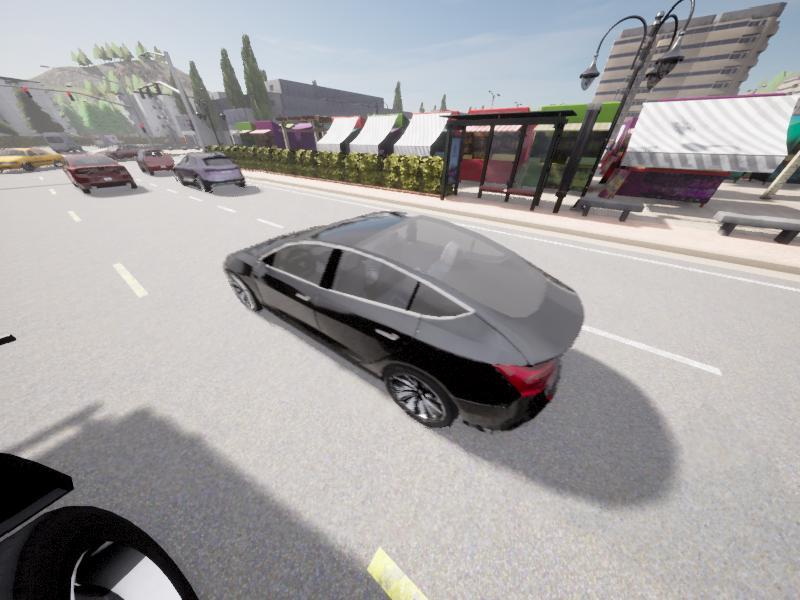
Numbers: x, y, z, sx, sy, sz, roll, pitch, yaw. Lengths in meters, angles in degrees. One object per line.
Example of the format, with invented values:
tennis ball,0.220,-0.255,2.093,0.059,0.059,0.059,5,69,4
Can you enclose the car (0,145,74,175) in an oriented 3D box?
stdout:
car,-28.953,-10.918,17.839,1.801,1.575,5.366,-13,37,-18

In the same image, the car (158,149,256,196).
car,-10.111,-6.822,12.115,4.856,1.649,2.033,23,41,28

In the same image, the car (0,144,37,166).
car,-36.670,-12.518,20.058,1.801,1.575,5.366,24,41,29

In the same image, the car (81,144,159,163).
car,-30.020,-15.920,25.015,2.163,1.488,4.792,9,36,13

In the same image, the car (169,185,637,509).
car,-0.485,-0.351,3.122,4.792,1.488,2.163,22,40,27

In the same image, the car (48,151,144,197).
car,-15.543,-6.563,11.787,5.008,1.535,1.882,23,41,28

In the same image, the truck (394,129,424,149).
truck,2.300,-39.687,56.919,2.891,3.827,8.468,23,41,29

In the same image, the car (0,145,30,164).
car,-39.468,-13.678,21.802,1.812,1.442,4.674,23,41,29

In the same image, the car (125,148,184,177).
car,-17.699,-10.007,16.665,3.633,1.501,1.845,25,42,31

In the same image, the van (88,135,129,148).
van,-66.967,-36.595,53.272,2.351,2.431,6.366,-8,36,-11

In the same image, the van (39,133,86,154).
van,-52.728,-24.654,36.300,1.988,2.561,5.915,-23,41,-29
